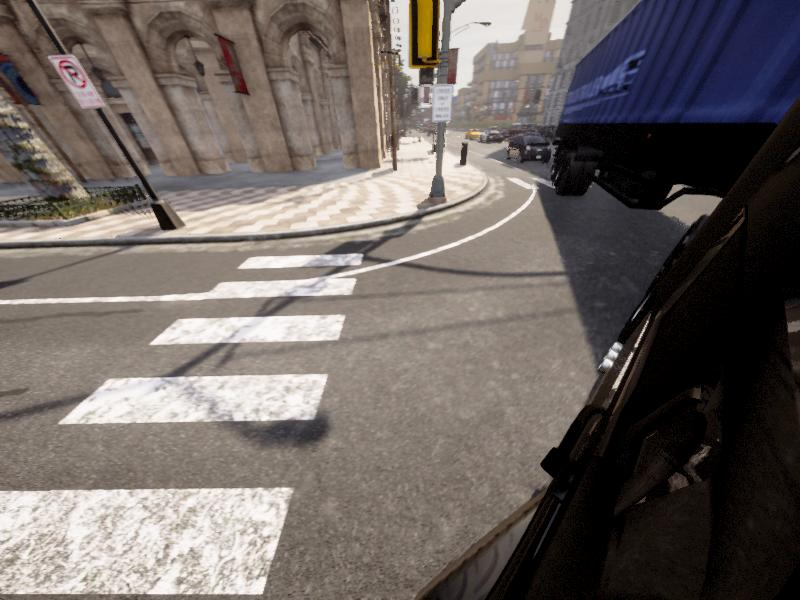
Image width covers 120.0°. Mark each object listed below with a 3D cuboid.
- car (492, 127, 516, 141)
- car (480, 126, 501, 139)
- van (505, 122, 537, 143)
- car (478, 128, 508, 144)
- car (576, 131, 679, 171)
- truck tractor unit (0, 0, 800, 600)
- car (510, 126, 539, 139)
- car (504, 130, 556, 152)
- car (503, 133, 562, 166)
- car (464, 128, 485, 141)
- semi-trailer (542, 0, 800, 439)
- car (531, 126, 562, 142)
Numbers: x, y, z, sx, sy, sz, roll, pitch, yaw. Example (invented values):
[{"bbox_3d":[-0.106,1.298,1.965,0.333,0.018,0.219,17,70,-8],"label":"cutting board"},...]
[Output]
[{"bbox_3d":[15.701,-25.275,35.125,1.816,1.474,4.193,-2,37,1],"label":"car"},{"bbox_3d":[15.693,-29.318,40.347,2.242,1.667,4.611,1,37,4],"label":"car"},{"bbox_3d":[15.637,-21.886,30.189,1.775,1.987,4.442,-1,37,2],"label":"van"},{"bbox_3d":[12.143,-21.777,30.639,2.038,1.542,4.974,-1,37,2],"label":"car"},{"bbox_3d":[11.919,-8.161,12.513,1.845,1.501,3.633,-2,37,1],"label":"car"},{"bbox_3d":[2.645,-0.295,0.351,6.516,4.208,3.053,-28,44,-30],"label":"truck tractor unit"},{"bbox_3d":[19.204,-26.163,36.007,1.801,1.575,5.366,-2,37,1],"label":"car"},{"bbox_3d":[12.029,-15.118,21.886,2.033,1.411,5.357,-1,37,2],"label":"car"},{"bbox_3d":[8.326,-9.842,14.969,1.845,1.501,3.633,0,37,4],"label":"car"},{"bbox_3d":[12.214,-27.619,38.369,1.801,1.575,5.366,-2,37,1],"label":"car"},{"bbox_3d":[6.327,-4.571,5.648,2.717,4.402,14.254,12,40,18],"label":"semi-trailer"},{"bbox_3d":[19.141,-21.927,30.390,1.789,1.549,3.705,-1,37,2],"label":"car"}]
